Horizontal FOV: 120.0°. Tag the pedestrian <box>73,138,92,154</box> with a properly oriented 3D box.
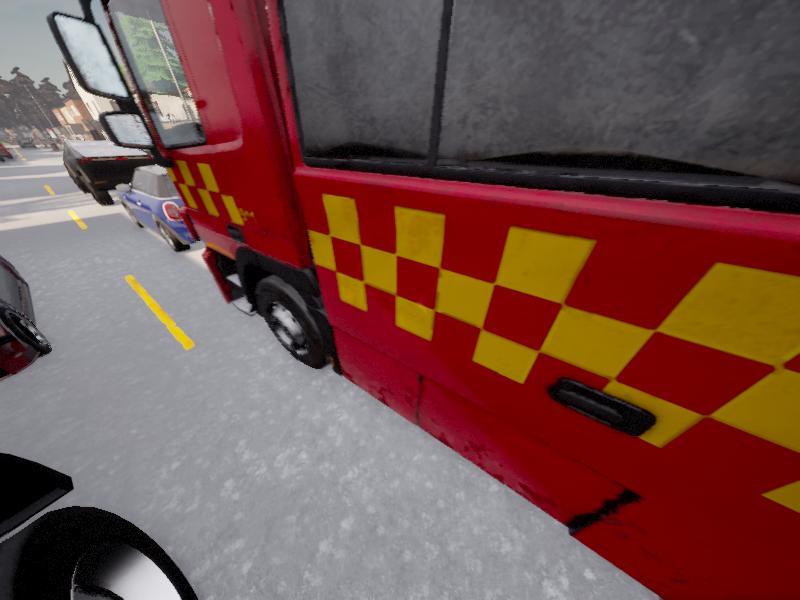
[{"bbox_3d":[-46.272,-22.481,33.707,0.751,1.860,0.751,18,39,24],"label":"pedestrian"}]

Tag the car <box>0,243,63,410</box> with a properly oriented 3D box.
[{"bbox_3d":[-6.085,0.140,2.524,4.181,1.385,1.994,22,40,28],"label":"car"}]

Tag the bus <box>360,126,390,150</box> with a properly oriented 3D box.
[{"bbox_3d":[-6.073,-38.167,54.344,3.944,4.253,10.273,-14,38,-17],"label":"bus"}]

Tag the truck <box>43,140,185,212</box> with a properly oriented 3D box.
[{"bbox_3d":[-12.555,-5.702,10.114,6.274,2.098,2.390,23,41,28],"label":"truck"}]

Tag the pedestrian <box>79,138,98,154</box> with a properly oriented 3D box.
[{"bbox_3d":[-44.037,-21.734,32.650,0.751,1.860,0.751,21,40,27],"label":"pedestrian"}]

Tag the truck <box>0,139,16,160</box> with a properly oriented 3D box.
[{"bbox_3d":[-48.782,-18.593,26.690,8.468,3.827,2.891,22,41,28],"label":"truck"}]

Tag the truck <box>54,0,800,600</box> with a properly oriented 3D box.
[{"bbox_3d":[1.706,-0.576,1.429,8.468,3.827,2.891,22,41,27],"label":"truck"}]

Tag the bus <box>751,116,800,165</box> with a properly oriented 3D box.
[{"bbox_3d":[46.742,-17.419,25.211,10.273,4.253,3.944,-7,34,-9],"label":"bus"}]

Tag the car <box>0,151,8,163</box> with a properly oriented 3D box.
[{"bbox_3d":[-42.043,-14.881,23.433,3.705,1.549,1.789,22,41,28],"label":"car"}]

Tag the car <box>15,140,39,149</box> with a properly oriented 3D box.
[{"bbox_3d":[-80.767,-33.744,49.990,4.974,1.542,2.038,22,41,28],"label":"car"}]

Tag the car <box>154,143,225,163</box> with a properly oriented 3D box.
[{"bbox_3d":[-22.836,-16.194,25.341,1.930,1.638,5.238,23,41,29],"label":"car"}]

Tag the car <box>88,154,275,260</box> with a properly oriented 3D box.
[{"bbox_3d":[-5.983,-2.860,6.384,4.553,1.767,2.097,23,41,28],"label":"car"}]

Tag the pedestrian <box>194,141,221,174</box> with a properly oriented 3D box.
[{"bbox_3d":[-13.175,-9.745,15.834,0.751,1.860,0.751,-23,41,-30],"label":"pedestrian"}]

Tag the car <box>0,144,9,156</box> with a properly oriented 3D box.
[{"bbox_3d":[-55.706,-20.506,31.397,4.792,1.488,2.163,23,41,28],"label":"car"}]
